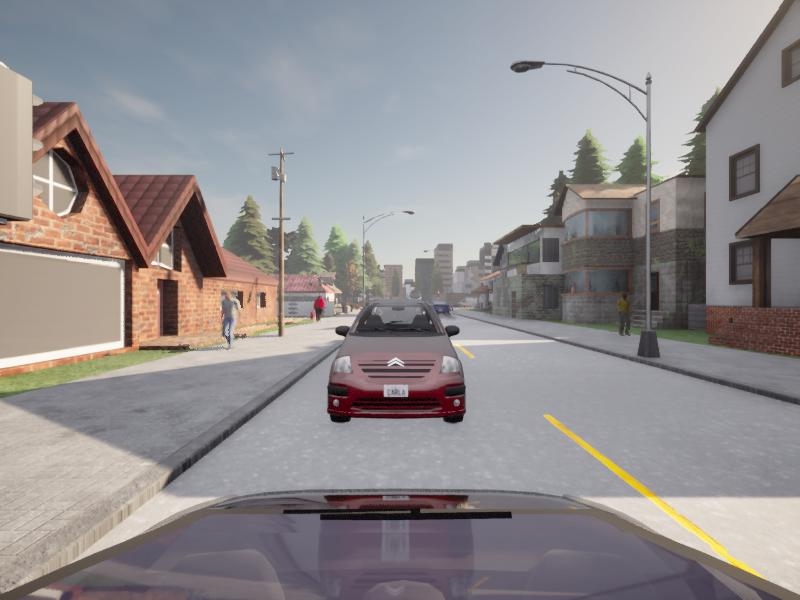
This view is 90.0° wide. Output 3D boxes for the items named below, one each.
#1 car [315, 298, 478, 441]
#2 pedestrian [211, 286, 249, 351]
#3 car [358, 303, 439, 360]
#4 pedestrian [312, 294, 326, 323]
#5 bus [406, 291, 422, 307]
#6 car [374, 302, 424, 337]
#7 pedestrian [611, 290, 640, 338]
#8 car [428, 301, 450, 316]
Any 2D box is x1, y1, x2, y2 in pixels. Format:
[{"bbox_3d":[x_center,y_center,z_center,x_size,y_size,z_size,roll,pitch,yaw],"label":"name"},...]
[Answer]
[{"bbox_3d":[-0.037,0.788,6.528,1.851,1.617,3.988,0,0,0],"label":"car"},{"bbox_3d":[-5.013,0.533,11.809,0.751,1.860,0.751,0,0,8],"label":"pedestrian"},{"bbox_3d":[-0.034,0.851,13.091,2.163,1.488,4.792,0,0,0],"label":"car"},{"bbox_3d":[-5.150,0.533,25.407,0.751,1.860,0.751,0,0,-1],"label":"pedestrian"},{"bbox_3d":[3.890,-0.319,113.282,3.944,4.253,10.273,0,0,0],"label":"bus"},{"bbox_3d":[-0.032,0.851,19.557,2.163,1.488,4.792,0,0,0],"label":"car"},{"bbox_3d":[8.932,0.533,15.881,0.751,1.860,0.751,0,0,4],"label":"pedestrian"},{"bbox_3d":[3.978,0.823,41.641,1.882,1.535,5.008,0,0,0],"label":"car"}]
